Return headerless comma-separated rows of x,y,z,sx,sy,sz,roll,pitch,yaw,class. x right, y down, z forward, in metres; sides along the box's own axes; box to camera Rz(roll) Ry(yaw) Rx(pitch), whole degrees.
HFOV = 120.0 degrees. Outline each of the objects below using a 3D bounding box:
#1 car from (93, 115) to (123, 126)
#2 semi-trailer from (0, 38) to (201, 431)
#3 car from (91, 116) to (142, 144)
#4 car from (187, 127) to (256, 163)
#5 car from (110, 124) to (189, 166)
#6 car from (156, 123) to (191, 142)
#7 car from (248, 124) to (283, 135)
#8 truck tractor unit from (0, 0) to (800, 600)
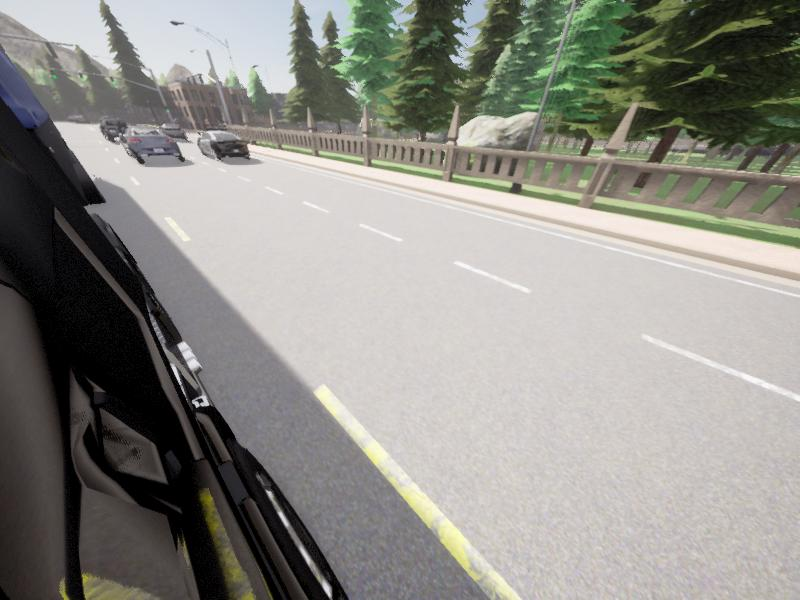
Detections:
-63.008,-38.692,49.861,4.611,1.667,2.242,18,39,20,car
-8.667,-3.631,4.250,14.254,4.402,2.717,29,44,30,semi-trailer
-26.518,-15.947,21.627,4.605,1.855,1.932,28,43,29,car
-11.977,-10.455,15.451,5.238,1.638,1.930,30,45,31,car
-14.963,-9.333,13.775,5.027,1.651,2.152,30,45,31,car
-24.392,-18.157,25.019,2.128,1.511,4.902,-23,44,-29,car
-25.317,-32.251,43.699,1.801,1.575,5.366,30,45,31,car
-2.645,-0.295,0.351,6.516,4.208,3.053,28,44,30,truck tractor unit
